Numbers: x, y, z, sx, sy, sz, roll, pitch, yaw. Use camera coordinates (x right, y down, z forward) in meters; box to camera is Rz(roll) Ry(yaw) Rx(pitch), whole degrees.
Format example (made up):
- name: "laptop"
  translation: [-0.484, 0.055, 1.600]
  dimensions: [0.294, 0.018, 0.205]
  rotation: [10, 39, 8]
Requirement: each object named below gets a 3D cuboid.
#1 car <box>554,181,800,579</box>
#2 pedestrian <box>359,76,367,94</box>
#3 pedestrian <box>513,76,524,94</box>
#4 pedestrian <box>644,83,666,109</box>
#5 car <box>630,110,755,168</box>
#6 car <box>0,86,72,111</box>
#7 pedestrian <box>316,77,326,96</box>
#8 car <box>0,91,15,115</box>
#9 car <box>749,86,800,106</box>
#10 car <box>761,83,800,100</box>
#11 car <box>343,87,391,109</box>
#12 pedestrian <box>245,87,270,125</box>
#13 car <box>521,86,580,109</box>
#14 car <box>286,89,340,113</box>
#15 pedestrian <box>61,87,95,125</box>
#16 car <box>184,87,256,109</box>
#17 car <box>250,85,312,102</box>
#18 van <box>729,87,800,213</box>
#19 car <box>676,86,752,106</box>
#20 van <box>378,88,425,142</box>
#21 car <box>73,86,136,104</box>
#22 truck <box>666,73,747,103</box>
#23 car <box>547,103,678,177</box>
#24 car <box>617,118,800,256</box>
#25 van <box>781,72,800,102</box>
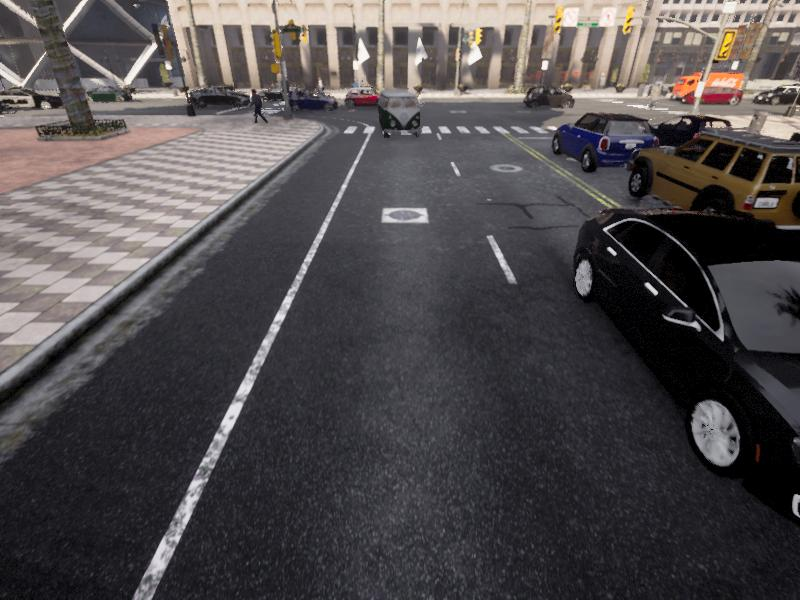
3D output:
- name: "car"
  translation: [3.580, 0.034, 4.463]
  dimensions: [1.837, 1.490, 4.892]
  rotation: [0, 30, 0]
- name: "pedestrian"
  translation: [-4.278, -24.961, 46.485]
  dimensions: [0.751, 1.860, 0.751]
  rotation: [-9, 31, -14]
- name: "pedestrian"
  translation: [13.778, -24.995, 46.551]
  dimensions: [0.751, 1.860, 0.751]
  rotation: [1, 30, 1]
- name: "pedestrian"
  translation: [20.676, -16.556, 32.425]
  dimensions: [0.751, 1.860, 0.751]
  rotation: [0, 30, 0]
- name: "car"
  translation: [10.631, -6.109, 14.934]
  dimensions: [1.845, 1.501, 3.633]
  rotation: [0, 30, 1]
- name: "car"
  translation: [-29.633, -15.895, 31.544]
  dimensions: [5.238, 1.638, 1.930]
  rotation: [-10, 32, -18]
- name: "pedestrian"
  translation: [-8.693, -23.487, 43.965]
  dimensions: [0.751, 1.860, 0.751]
  rotation: [-15, 34, -25]
- name: "car"
  translation: [-30.591, -13.740, 28.054]
  dimensions: [4.674, 1.442, 1.812]
  rotation: [-14, 33, -22]
- name: "car"
  translation: [34.443, -18.427, 36.056]
  dimensions: [3.806, 1.475, 1.970]
  rotation: [0, 30, 1]
- name: "car"
  translation: [41.281, -21.770, 41.773]
  dimensions: [4.792, 1.488, 2.163]
  rotation: [0, 30, 0]
- name: "car"
  translation: [-2.670, -16.833, 33.319]
  dimensions: [3.806, 1.475, 1.970]
  rotation: [0, 30, 0]
- name: "pedestrian"
  translation: [-7.928, -10.796, 22.266]
  dimensions: [0.751, 1.860, 0.751]
  rotation: [7, 31, 11]
- name: "car"
  translation: [12.390, -16.828, 33.186]
  dimensions: [3.988, 1.617, 1.851]
  rotation: [0, 30, 0]
- name: "car"
  translation: [-6.516, -15.099, 30.301]
  dimensions: [3.633, 1.501, 1.845]
  rotation: [0, 30, 0]
- name: "pedestrian"
  translation: [-17.883, -10.782, 22.238]
  dimensions: [0.751, 1.860, 0.751]
  rotation: [-10, 32, -17]
- name: "car"
  translation: [-14.855, -16.843, 33.298]
  dimensions: [4.902, 1.511, 2.128]
  rotation: [-1, 30, -2]
- name: "car"
  translation: [-11.625, -20.397, 39.491]
  dimensions: [5.357, 1.411, 2.033]
  rotation: [0, 30, 0]
- name: "van"
  translation: [10.611, -2.927, 8.495]
  dimensions: [1.988, 2.561, 5.915]
  rotation: [0, 30, 0]
- name: "car"
  translation: [28.201, -18.461, 36.109]
  dimensions: [4.792, 1.488, 2.163]
  rotation: [0, 30, 1]
- name: "van"
  translation: [-0.033, -9.366, 20.047]
  dimensions: [1.775, 1.987, 4.442]
  rotation: [-3, 31, -6]
- name: "car"
  translation: [-28.101, -19.618, 38.179]
  dimensions: [4.181, 1.385, 1.994]
  rotation: [-7, 31, -12]
- name: "truck"
  translation: [29.598, -20.648, 38.869]
  dimensions: [5.204, 2.467, 2.627]
  rotation: [0, 30, 0]
- name: "car"
  translation: [7.121, -5.801, 14.144]
  dimensions: [2.097, 1.767, 4.553]
  rotation: [0, 30, 0]
- name: "car"
  translation: [7.108, -2.782, 8.899]
  dimensions: [1.932, 1.855, 4.605]
  rotation: [0, 30, 0]
- name: "van"
  translation: [41.323, -20.638, 38.743]
  dimensions: [5.915, 2.561, 1.988]
  rotation: [0, 30, 0]
